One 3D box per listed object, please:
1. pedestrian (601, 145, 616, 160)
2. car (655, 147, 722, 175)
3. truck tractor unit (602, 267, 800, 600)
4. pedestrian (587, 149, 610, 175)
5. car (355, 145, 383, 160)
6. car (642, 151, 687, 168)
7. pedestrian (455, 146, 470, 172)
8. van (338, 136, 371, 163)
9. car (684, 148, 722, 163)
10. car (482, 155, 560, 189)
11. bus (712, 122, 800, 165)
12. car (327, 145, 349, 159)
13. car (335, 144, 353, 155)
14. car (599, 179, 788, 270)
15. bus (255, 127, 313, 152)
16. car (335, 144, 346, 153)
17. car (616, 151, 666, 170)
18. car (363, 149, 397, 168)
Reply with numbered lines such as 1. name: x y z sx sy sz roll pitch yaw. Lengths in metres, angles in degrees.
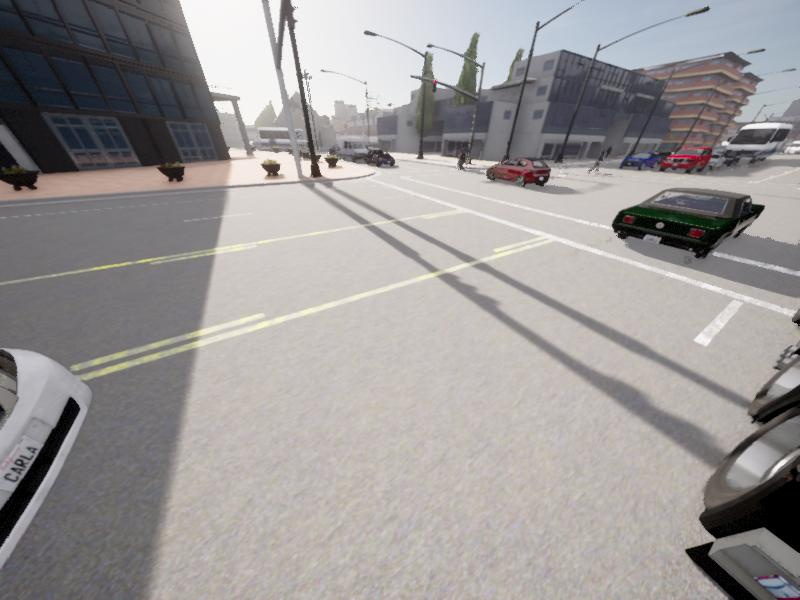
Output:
1. pedestrian: 30.421 -21.561 33.735 0.751 1.860 0.751 -17 38 -24
2. car: 27.773 -13.519 22.264 5.566 2.045 2.150 -18 39 -24
3. truck tractor unit: 5.117 -0.293 0.781 6.516 4.208 3.053 -18 39 -24
4. pedestrian: 16.870 -11.760 19.665 0.751 1.860 0.751 19 38 24
5. car: -4.540 -21.362 33.344 1.930 1.638 5.238 -17 38 -24
6. car: 31.621 -16.830 27.588 4.892 1.490 1.837 -18 39 -24
7. pedestrian: 5.420 -12.255 20.122 0.751 1.860 0.751 -6 35 -10
8. van: -5.774 -18.963 29.037 1.988 2.561 5.915 -17 38 -24
9. car: 43.478 -20.810 33.142 5.008 1.535 1.882 -19 39 -24
10. car: 7.478 -8.300 14.830 1.816 1.474 4.193 -11 36 -16
11. bus: 48.208 -21.124 31.153 10.273 4.253 3.944 -19 39 -24
12. car: -9.143 -21.867 34.065 1.845 1.501 3.633 -18 39 -25
13. car: -10.272 -27.710 42.430 1.930 1.638 5.238 -14 37 -20
14. car: 8.039 -2.331 6.351 4.718 1.301 1.895 -18 39 -24
15. bus: -25.603 -35.925 51.695 10.273 4.253 3.944 -3 36 -7
16. car: -12.427 -31.531 48.077 1.816 1.474 4.193 -7 35 -11
17. car: 26.000 -15.044 24.891 5.008 1.535 1.882 -18 39 -25
18. car: -2.097 -14.793 24.005 1.816 1.474 4.193 -17 38 -24
